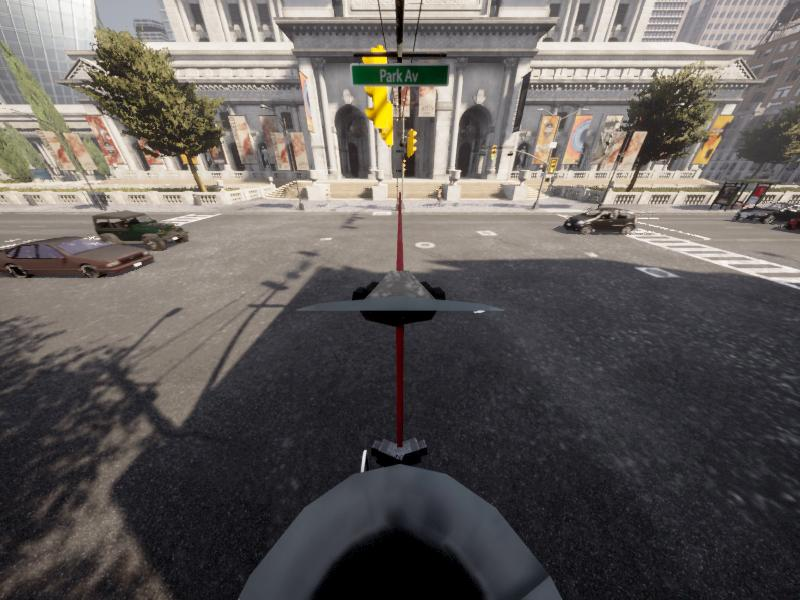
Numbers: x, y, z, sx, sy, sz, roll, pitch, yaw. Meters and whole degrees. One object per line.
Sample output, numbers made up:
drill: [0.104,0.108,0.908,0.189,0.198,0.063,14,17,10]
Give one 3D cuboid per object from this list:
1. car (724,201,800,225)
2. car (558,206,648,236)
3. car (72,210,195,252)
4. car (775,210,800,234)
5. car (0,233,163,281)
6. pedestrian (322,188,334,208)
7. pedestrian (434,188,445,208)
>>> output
car: [30.526,-7.052,18.708,4.902,1.511,2.128,0,30,0]
car: [13.632,-5.401,15.752,3.988,1.617,1.851,0,30,0]
car: [-14.431,-3.867,12.812,3.866,1.878,1.905,0,30,0]
car: [29.591,-5.249,15.728,4.181,1.385,1.994,0,30,0]
car: [-14.103,-1.899,9.901,5.357,1.411,2.033,0,30,0]
pedestrian: [-7.658,-10.860,24.602,0.751,1.860,0.751,0,30,0]
pedestrian: [4.125,-10.689,24.306,0.751,1.860,0.751,-4,30,-7]
